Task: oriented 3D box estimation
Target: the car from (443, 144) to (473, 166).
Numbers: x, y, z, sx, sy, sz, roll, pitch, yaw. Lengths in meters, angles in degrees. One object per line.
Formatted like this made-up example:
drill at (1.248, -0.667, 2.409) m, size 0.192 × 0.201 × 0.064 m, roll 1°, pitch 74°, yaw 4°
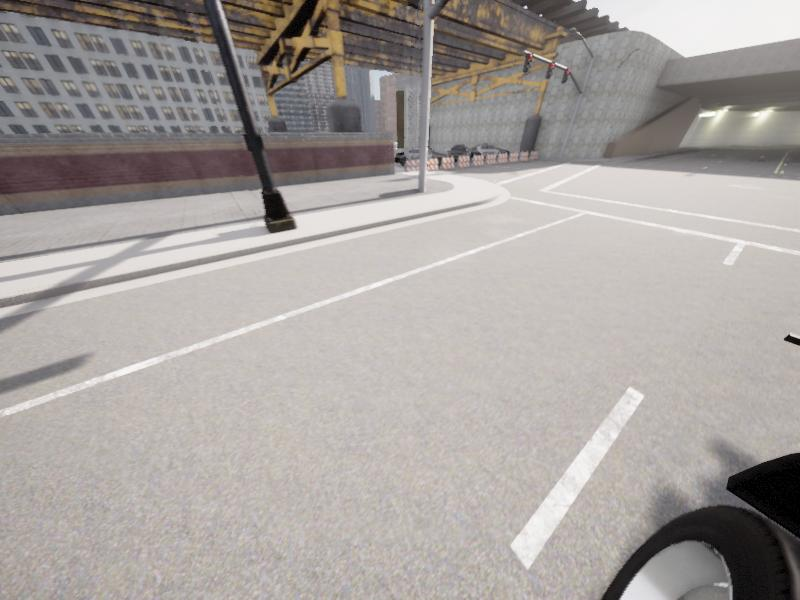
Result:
car at (5.827, -14.534, 22.992) m, size 2.038 × 1.542 × 4.974 m, roll 11°, pitch 37°, yaw 16°

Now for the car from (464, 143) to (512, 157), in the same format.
car at (9.773, -16.806, 25.868) m, size 4.536 × 1.218 × 1.853 m, roll -4°, pitch 35°, yaw -4°

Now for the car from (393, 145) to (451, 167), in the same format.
car at (2.019, -13.006, 20.895) m, size 4.974 × 1.542 × 2.038 m, roll 5°, pitch 36°, yaw 8°

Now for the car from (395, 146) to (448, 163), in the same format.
car at (1.966, -13.139, 20.811) m, size 4.536 × 1.218 × 1.853 m, roll 5°, pitch 36°, yaw 8°

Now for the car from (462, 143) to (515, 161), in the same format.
car at (9.826, -16.681, 25.963) m, size 4.974 × 1.542 × 2.038 m, roll -4°, pitch 35°, yaw -4°

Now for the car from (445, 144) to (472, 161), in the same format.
car at (5.842, -14.691, 22.941) m, size 1.853 × 1.218 × 4.536 m, roll 11°, pitch 37°, yaw 16°
